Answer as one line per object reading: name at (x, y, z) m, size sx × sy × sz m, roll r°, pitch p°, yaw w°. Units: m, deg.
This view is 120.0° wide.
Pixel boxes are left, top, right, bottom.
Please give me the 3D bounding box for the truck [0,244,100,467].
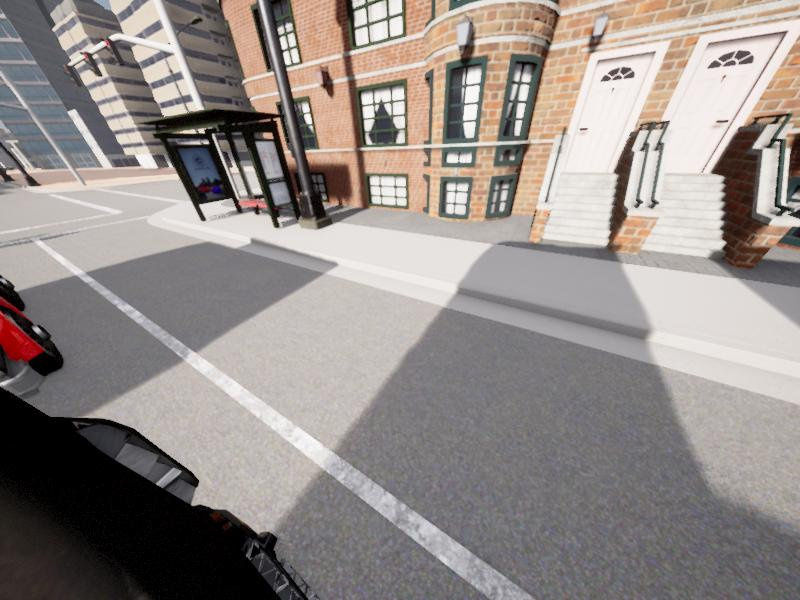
truck at (-6.005, 0.022, 1.998) m, size 5.204 × 2.467 × 2.627 m, roll 18°, pitch 39°, yaw 28°
